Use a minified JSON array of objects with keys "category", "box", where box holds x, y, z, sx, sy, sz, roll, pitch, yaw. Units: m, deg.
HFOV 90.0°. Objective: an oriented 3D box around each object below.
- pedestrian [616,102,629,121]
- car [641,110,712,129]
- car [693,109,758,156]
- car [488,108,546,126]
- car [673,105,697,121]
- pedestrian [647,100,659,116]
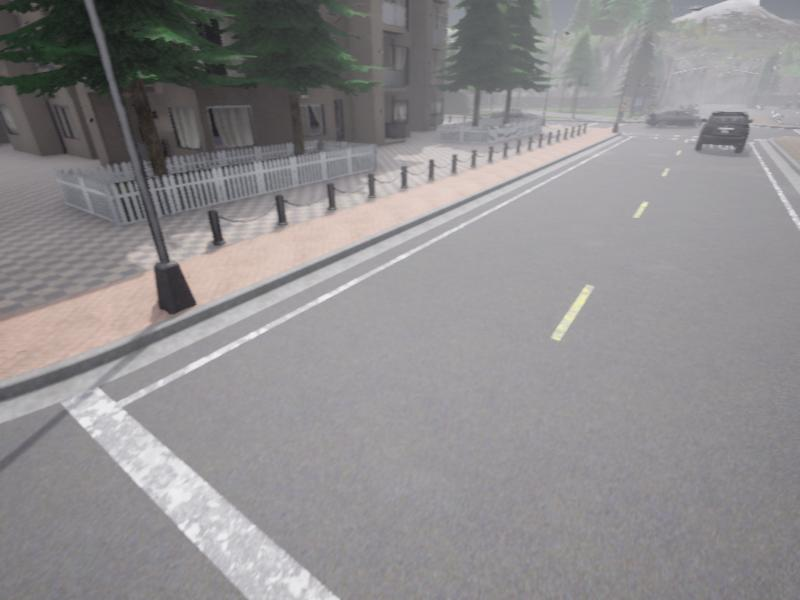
[{"category":"pedestrian","box":[23.834,-20.194,42.878,0.751,1.860,0.751,9,29,17]},{"category":"car","box":[25.539,-16.821,37.155,4.792,1.488,2.163,1,28,3]},{"category":"car","box":[18.658,-9.781,23.042,2.150,2.045,5.566,18,32,31]},{"category":"car","box":[12.245,-19.308,42.116,5.357,1.411,2.033,18,33,31]},{"category":"car","box":[33.896,-22.315,47.617,1.789,1.549,3.705,18,32,31]},{"category":"pedestrian","box":[33.213,-25.227,52.508,0.751,1.860,0.751,23,35,37]}]
